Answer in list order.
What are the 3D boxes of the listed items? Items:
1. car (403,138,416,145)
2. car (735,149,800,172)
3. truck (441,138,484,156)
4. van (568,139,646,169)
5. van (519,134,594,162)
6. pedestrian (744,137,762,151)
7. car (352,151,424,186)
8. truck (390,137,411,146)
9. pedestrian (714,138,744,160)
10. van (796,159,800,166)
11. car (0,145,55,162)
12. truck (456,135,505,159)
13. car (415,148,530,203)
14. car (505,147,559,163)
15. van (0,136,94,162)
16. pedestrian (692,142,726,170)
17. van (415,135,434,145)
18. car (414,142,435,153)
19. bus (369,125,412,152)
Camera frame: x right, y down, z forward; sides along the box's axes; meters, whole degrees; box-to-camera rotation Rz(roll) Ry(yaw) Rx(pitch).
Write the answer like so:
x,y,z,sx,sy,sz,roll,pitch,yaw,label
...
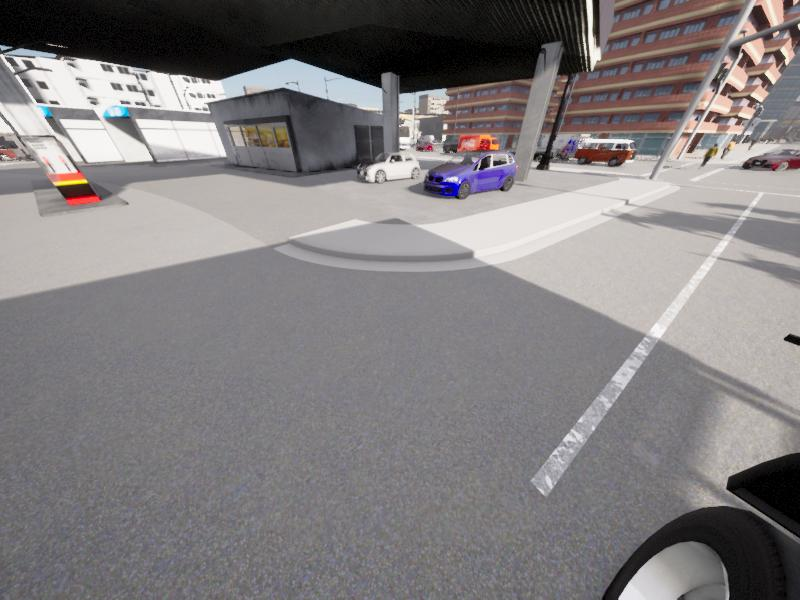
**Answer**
x,y,z,sx,sy,sz,roll,pitch,yaw,label
3.234,-54.245,78.854,3.866,1.878,1.905,-23,41,-27,car
29.775,-10.916,18.018,4.181,1.385,1.994,-4,35,-6,car
9.654,-24.100,36.240,2.390,2.098,6.274,-23,41,-28,truck
18.696,-13.449,21.107,2.069,2.038,4.480,-23,41,-29,van
17.863,-17.741,26.871,2.351,2.431,6.366,-23,41,-28,van
58.554,-25.883,38.332,0.751,1.860,0.751,-24,41,-29,pedestrian
-0.677,-8.089,14.028,3.806,1.475,1.970,-22,41,-28,car
0.190,-50.582,73.634,6.274,2.098,2.390,-23,41,-27,truck
34.181,-15.702,24.049,0.751,1.860,0.751,5,36,8,pedestrian
38.057,-13.151,20.550,4.480,2.038,2.069,-22,41,-28,van
-49.200,-18.835,29.584,2.152,1.651,5.027,8,36,11,car
10.384,-20.249,30.445,2.627,2.467,5.204,-23,41,-28,truck
3.241,-5.775,10.436,4.611,1.667,2.242,-22,41,-28,car
14.671,-16.376,25.937,1.895,1.301,4.718,-23,41,-29,car
-45.288,-19.686,29.971,1.988,2.561,5.915,9,36,13,van
24.177,-11.286,18.113,0.751,1.860,0.751,-22,41,-28,pedestrian
8.316,-54.126,78.046,6.366,2.431,2.351,-23,41,-27,van
4.363,-28.068,42.403,1.845,1.501,3.633,-23,41,-29,car
-2.220,-34.265,48.893,3.944,4.253,10.273,-23,42,-29,bus
